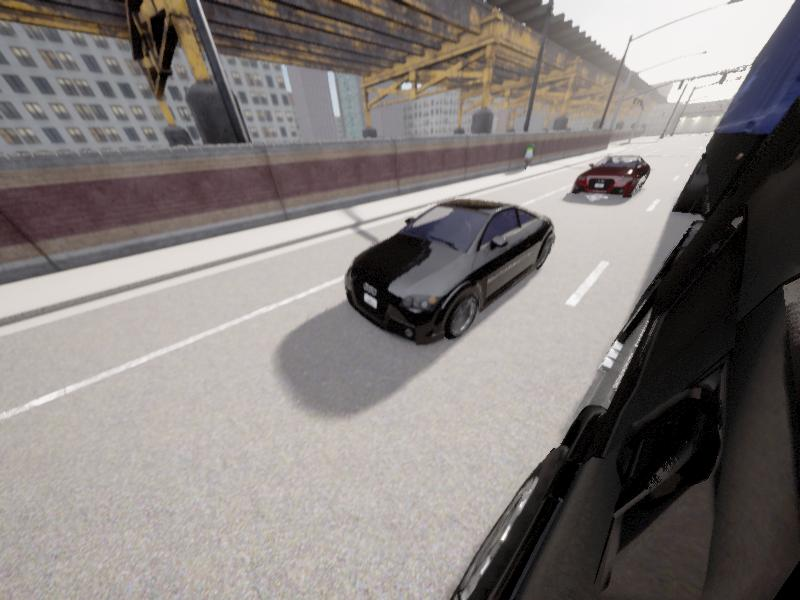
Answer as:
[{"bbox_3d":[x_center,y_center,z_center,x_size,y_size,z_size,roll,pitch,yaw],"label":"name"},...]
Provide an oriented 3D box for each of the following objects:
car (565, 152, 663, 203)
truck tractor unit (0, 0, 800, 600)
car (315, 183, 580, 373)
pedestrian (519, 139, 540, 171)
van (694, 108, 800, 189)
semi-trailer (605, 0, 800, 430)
[{"bbox_3d":[9.228,-5.412,9.948,4.181,1.385,1.994,-29,41,-32],"label":"car"},{"bbox_3d":[2.645,-0.295,0.352,6.516,4.208,3.053,-28,44,-30],"label":"truck tractor unit"},{"bbox_3d":[1.066,-0.946,4.076,4.181,1.385,1.994,-29,41,-32],"label":"car"},{"bbox_3d":[9.317,-10.420,16.667,0.751,1.860,0.751,27,44,38],"label":"pedestrian"},{"bbox_3d":[16.072,-7.040,10.651,5.915,2.561,1.988,-29,41,-32],"label":"van"},{"bbox_3d":[8.457,-3.644,4.611,14.254,4.402,2.717,-29,41,-33],"label":"semi-trailer"}]
